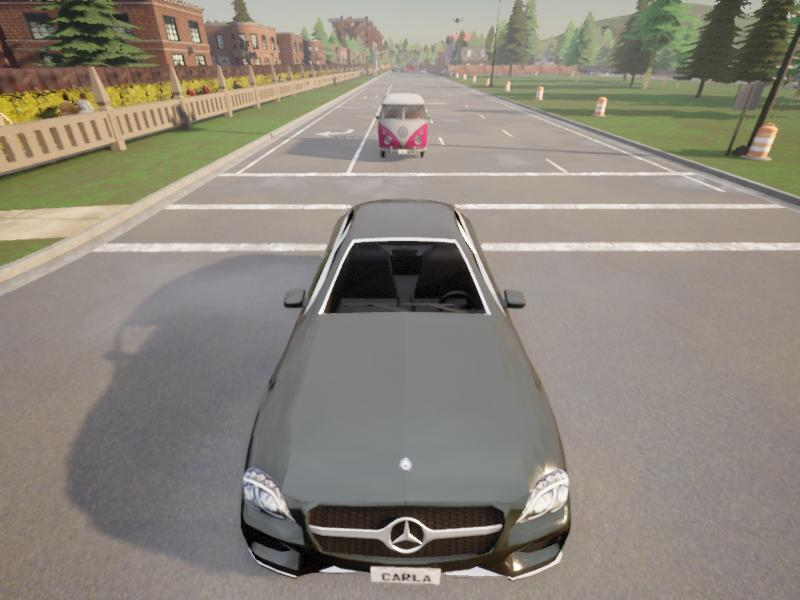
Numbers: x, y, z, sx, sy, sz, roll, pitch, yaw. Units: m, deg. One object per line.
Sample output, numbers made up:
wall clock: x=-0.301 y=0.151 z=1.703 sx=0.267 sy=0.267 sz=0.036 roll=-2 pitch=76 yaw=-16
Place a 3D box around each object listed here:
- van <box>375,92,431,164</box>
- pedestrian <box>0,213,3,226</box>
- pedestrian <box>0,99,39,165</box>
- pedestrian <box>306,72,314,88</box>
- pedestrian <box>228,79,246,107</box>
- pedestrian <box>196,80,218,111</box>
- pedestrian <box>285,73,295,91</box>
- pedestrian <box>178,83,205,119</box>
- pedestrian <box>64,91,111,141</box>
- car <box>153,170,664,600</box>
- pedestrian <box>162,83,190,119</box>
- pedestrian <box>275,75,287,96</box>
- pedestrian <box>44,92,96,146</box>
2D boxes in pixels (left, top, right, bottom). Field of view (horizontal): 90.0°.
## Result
van: x=0.110 y=-6.689 z=15.284 sx=1.775 sy=1.987 sz=4.442 roll=0 pitch=30 yaw=0
pedestrian: x=-8.434 y=-2.004 z=7.878 sx=0.500 sy=1.100 sz=0.500 roll=-22 pitch=37 yaw=-33
pedestrian: x=-12.732 y=-5.413 z=12.902 sx=0.751 sy=1.860 sz=0.751 roll=7 pitch=31 yaw=12
pedestrian: x=-12.165 y=-29.820 z=54.218 sx=0.751 sy=1.860 sz=0.751 roll=1 pitch=31 yaw=1
pedestrian: x=-12.194 y=-15.490 z=29.959 sx=0.751 sy=1.860 sz=0.751 roll=1 pitch=31 yaw=1
pedestrian: x=-13.366 y=-14.165 z=27.718 sx=0.751 sy=1.860 sz=0.751 roll=1 pitch=31 yaw=1
pedestrian: x=-13.165 y=-26.135 z=47.979 sx=0.751 sy=1.860 sz=0.751 roll=0 pitch=31 yaw=0
pedestrian: x=-12.257 y=-11.738 z=23.609 sx=0.751 sy=1.860 sz=0.751 roll=0 pitch=31 yaw=1
pedestrian: x=-13.100 y=-7.740 z=16.841 sx=0.751 sy=1.860 sz=0.751 roll=0 pitch=31 yaw=0
car: x=0.044 y=0.029 z=4.267 sx=2.152 sy=1.651 sz=5.027 roll=0 pitch=31 yaw=0
pedestrian: x=-13.139 y=-11.666 z=23.488 sx=0.751 sy=1.860 sz=0.751 roll=0 pitch=31 yaw=0
pedestrian: x=-12.088 y=-21.766 z=40.583 sx=0.751 sy=1.860 sz=0.751 roll=0 pitch=31 yaw=0
pedestrian: x=-13.039 y=-7.170 z=15.877 sx=0.751 sy=1.860 sz=0.751 roll=0 pitch=31 yaw=0
